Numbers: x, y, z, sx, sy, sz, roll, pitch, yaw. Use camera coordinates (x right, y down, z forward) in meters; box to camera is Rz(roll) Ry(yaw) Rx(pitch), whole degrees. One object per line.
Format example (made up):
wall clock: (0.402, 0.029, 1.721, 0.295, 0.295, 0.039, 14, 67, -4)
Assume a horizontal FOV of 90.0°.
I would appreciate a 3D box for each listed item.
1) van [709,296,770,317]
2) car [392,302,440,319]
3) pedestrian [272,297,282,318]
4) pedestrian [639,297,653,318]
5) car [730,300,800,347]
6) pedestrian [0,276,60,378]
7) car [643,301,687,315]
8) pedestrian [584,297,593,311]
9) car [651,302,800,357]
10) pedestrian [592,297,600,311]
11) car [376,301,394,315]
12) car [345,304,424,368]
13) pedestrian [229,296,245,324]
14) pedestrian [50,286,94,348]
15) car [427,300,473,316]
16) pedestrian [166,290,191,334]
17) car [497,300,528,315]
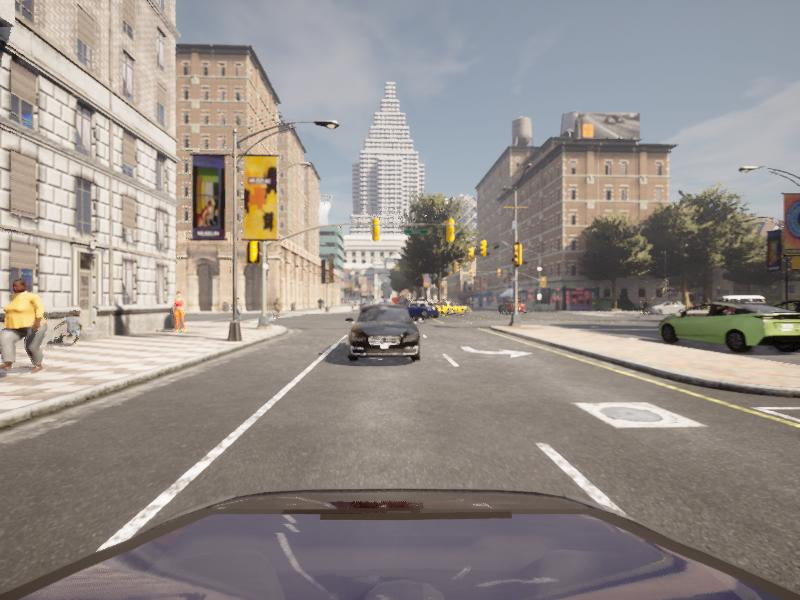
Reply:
van: (34.200, 0.606, 40.329, 4.480, 2.038, 2.069, 0, 0, -2)
car: (1.449, 0.888, 35.631, 3.806, 1.475, 1.970, 0, 0, 34)
pedestrian: (-11.280, 0.674, 36.673, 0.751, 1.860, 0.751, 0, 0, 0)
pedestrian: (21.545, 0.668, 35.000, 0.751, 1.860, 0.751, 0, 0, -2)
car: (14.464, 0.801, 14.344, 1.851, 1.617, 3.988, 0, 0, -2)
pedestrian: (-7.234, 0.494, 7.685, 0.751, 1.860, 0.751, 0, 0, -1)
car: (28.837, 0.866, 43.606, 3.633, 1.501, 1.845, 0, 0, -2)
pedestrian: (25.052, 0.533, 53.172, 0.751, 1.860, 0.751, 0, 0, 1)
car: (10.981, 0.841, 13.549, 2.007, 1.525, 4.514, 0, 0, -2)
pedestrian: (25.426, 0.531, 51.880, 0.751, 1.860, 0.751, 0, 0, -1)
car: (-1.671, 0.867, 45.018, 1.882, 1.535, 5.008, 0, 0, -2)
car: (-0.458, 0.858, 11.796, 1.837, 1.490, 4.892, 0, 0, -2)
pedestrian: (-10.908, 0.665, 26.809, 0.751, 1.860, 0.751, 0, 0, -1)
pedestrian: (-10.171, 0.499, 12.417, 0.751, 1.860, 0.751, 0, 0, -3)
car: (5.418, 0.842, 42.649, 5.366, 1.575, 1.801, 0, 0, -42)
pedestrian: (-9.610, 0.504, 17.410, 0.751, 1.860, 0.751, 0, 0, -10)
car: (13.245, 0.824, 47.516, 2.152, 1.651, 5.027, 0, 0, -2)
